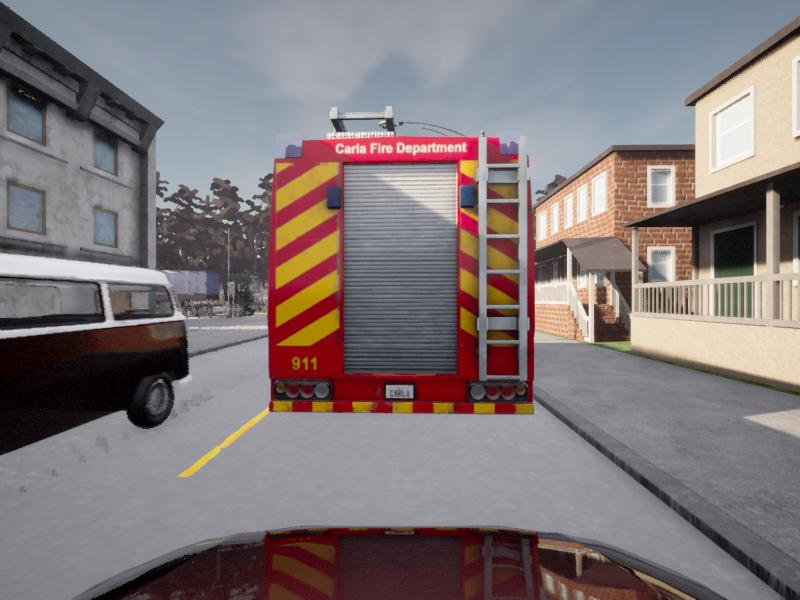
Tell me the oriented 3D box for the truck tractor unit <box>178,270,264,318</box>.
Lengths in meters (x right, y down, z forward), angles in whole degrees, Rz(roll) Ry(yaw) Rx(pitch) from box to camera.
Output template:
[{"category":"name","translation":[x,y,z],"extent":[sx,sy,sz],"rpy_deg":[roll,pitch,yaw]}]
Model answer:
[{"category":"truck tractor unit","translation":[-16.163,-0.525,36.443],"extent":[6.516,4.208,3.053],"rpy_deg":[0,0,1]}]

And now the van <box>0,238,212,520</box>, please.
[{"category":"van","translation":[-3.907,0.572,3.781],"extent":[2.069,2.038,4.480],"rpy_deg":[0,0,1]}]

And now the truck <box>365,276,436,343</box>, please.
[{"category":"truck","translation":[0.173,0.357,17.323],"extent":[2.627,2.467,5.204],"rpy_deg":[0,0,4]}]

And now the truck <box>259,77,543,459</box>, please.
[{"category":"truck","translation":[0.146,-0.321,8.301],"extent":[2.891,3.827,8.468],"rpy_deg":[0,0,2]}]

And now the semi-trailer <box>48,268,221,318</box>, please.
[{"category":"semi-trailer","translation":[-24.077,-0.620,36.640],"extent":[14.254,4.402,2.717],"rpy_deg":[0,0,2]}]
